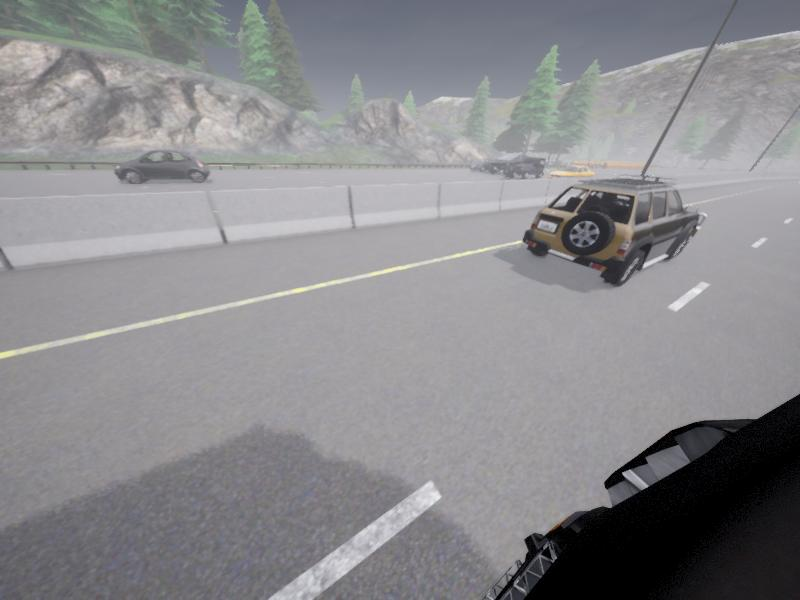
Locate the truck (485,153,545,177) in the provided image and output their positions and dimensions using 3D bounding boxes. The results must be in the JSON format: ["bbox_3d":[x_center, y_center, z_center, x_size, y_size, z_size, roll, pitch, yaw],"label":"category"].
[{"bbox_3d":[13.023,-15.342,26.187,6.274,2.098,2.390,-16,38,-26],"label":"truck"}]

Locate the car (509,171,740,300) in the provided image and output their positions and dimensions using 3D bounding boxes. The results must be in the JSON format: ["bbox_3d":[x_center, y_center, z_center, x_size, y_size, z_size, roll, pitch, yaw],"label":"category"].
[{"bbox_3d":[5.133,-1.830,5.383,4.605,1.855,1.932,-16,38,-26],"label":"car"}]

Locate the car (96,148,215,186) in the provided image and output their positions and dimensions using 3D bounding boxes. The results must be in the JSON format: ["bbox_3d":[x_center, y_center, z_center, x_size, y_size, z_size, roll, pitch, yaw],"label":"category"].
[{"bbox_3d":[-13.275,-7.511,13.012,3.988,1.617,1.851,-16,37,-25],"label":"car"}]

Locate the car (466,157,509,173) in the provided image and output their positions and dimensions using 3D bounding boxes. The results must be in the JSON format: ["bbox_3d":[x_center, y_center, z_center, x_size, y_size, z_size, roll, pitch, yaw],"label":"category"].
[{"bbox_3d":[10.844,-16.697,28.630,4.902,1.511,2.128,-16,38,-26],"label":"car"}]

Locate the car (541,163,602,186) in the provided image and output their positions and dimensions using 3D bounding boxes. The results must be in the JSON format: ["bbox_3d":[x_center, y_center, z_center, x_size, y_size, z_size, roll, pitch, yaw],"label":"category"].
[{"bbox_3d":[15.489,-11.385,20.826,5.366,1.575,1.801,-16,38,-26],"label":"car"}]

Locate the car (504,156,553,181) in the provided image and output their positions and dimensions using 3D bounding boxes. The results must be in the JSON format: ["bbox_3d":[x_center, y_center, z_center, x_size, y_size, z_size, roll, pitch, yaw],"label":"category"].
[{"bbox_3d":[12.554,-12.893,22.634,3.866,1.878,1.905,-16,38,-26],"label":"car"}]
